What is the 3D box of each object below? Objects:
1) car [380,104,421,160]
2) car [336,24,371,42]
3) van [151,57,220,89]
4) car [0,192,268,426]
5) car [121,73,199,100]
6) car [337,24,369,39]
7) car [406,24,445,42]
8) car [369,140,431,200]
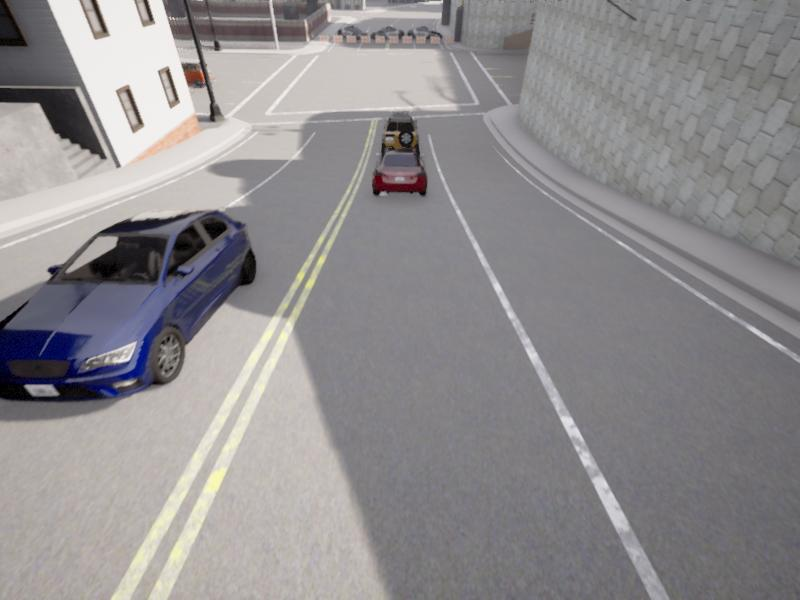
[{"bbox_3d":[0.028,-8.981,21.187,1.932,1.855,4.605,1,34,0],"label":"car"},{"bbox_3d":[-6.428,-36.933,55.265,4.974,1.542,2.038,33,49,32],"label":"car"},{"bbox_3d":[-17.911,-19.084,33.625,4.442,1.987,1.775,1,40,0],"label":"van"},{"bbox_3d":[-3.497,-0.320,5.635,1.816,1.474,4.193,0,27,0],"label":"car"},{"bbox_3d":[-18.537,-16.557,31.044,4.674,1.442,1.812,0,40,-1],"label":"car"},{"bbox_3d":[-6.464,-37.077,55.190,4.536,1.218,1.853,33,49,32],"label":"car"},{"bbox_3d":[3.554,-37.282,55.873,4.974,1.542,2.038,20,44,21],"label":"car"},{"bbox_3d":[0.008,-4.978,15.014,1.994,1.385,4.181,1,28,0],"label":"car"}]
